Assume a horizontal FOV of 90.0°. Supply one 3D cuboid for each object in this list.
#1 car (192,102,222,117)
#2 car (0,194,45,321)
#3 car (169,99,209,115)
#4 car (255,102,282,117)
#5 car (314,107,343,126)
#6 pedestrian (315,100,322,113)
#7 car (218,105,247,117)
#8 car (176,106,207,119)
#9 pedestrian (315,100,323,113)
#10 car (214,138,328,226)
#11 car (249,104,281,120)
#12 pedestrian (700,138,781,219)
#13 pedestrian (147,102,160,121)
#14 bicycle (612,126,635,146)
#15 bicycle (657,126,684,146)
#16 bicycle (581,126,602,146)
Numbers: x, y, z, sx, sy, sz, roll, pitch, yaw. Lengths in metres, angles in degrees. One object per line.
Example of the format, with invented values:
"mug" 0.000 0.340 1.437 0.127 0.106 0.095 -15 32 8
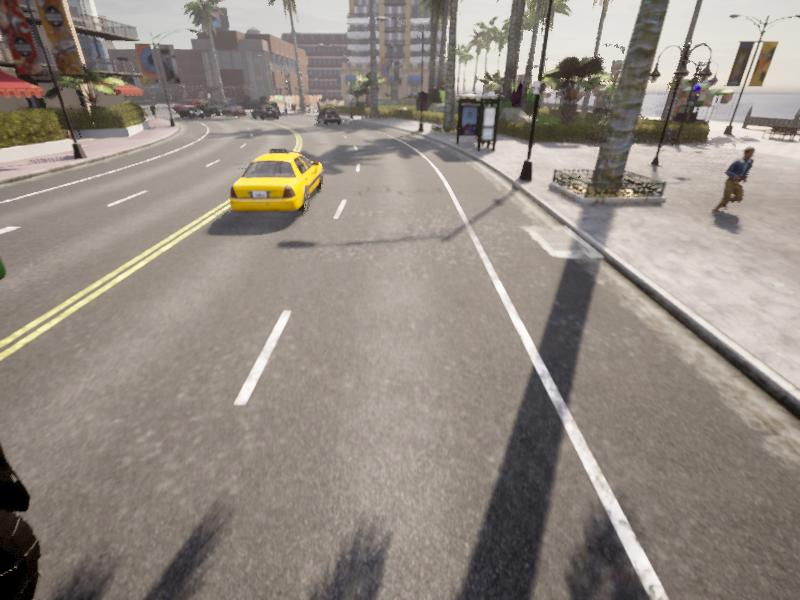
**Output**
"car" -27.008 -26.734 56.086 3.866 1.878 1.905 21 34 34
"car" -6.999 0.280 3.779 2.150 2.045 5.566 0 27 -1
"car" -33.402 -30.589 63.321 5.566 2.045 2.150 13 30 23
"car" -18.858 -27.456 57.499 1.905 1.878 3.866 -23 35 -37
"car" -7.675 -19.591 42.669 1.851 1.617 3.988 -12 30 -22
"pedestrian" -12.839 -30.592 63.246 0.751 1.860 0.751 -10 29 -18
"car" -24.428 -27.621 58.336 4.181 1.385 1.994 21 34 34
"car" -27.242 -24.519 52.230 3.806 1.475 1.970 23 35 37
"pedestrian" -12.900 -30.923 63.886 0.751 1.860 0.751 17 32 30
"car" -3.544 -3.829 12.248 1.801 1.575 5.366 0 27 -1
"car" -17.317 -24.031 51.133 2.242 1.667 4.611 -19 33 -32
"pedestrian" 8.568 -3.068 10.154 0.751 1.860 0.751 1 27 1
"pedestrian" -27.674 -21.165 44.943 0.751 1.860 0.751 -17 32 -30
"bicycle" 14.142 -10.427 25.396 0.373 1.024 1.643 0 27 -1
"bicycle" 17.159 -10.435 25.429 0.373 1.024 1.643 0 27 -1
"bicycle" 12.130 -10.421 25.375 0.373 1.024 1.643 0 27 -1
